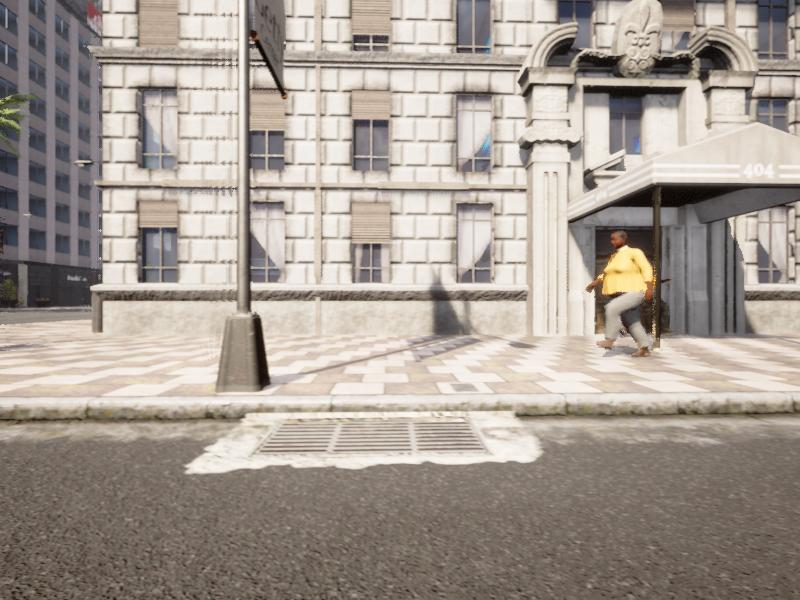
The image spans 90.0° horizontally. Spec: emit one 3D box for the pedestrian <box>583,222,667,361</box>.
[{"bbox_3d":[3.205,-0.115,5.758,0.751,1.860,0.751,0,0,-5],"label":"pedestrian"}]

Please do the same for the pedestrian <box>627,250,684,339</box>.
[{"bbox_3d":[5.530,-0.116,8.709,0.751,1.860,0.751,0,0,-3],"label":"pedestrian"}]

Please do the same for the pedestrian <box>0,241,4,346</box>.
[{"bbox_3d":[-7.312,-0.113,6.671,0.751,1.860,0.751,0,0,-19],"label":"pedestrian"}]

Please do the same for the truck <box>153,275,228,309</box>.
[{"bbox_3d":[-25.671,-0.915,49.693,2.891,3.827,8.468,0,0,20],"label":"truck"}]
